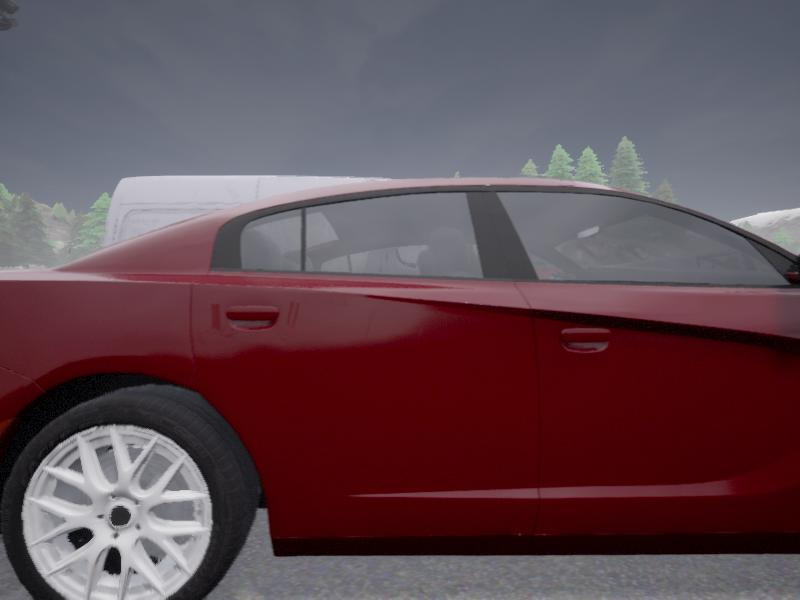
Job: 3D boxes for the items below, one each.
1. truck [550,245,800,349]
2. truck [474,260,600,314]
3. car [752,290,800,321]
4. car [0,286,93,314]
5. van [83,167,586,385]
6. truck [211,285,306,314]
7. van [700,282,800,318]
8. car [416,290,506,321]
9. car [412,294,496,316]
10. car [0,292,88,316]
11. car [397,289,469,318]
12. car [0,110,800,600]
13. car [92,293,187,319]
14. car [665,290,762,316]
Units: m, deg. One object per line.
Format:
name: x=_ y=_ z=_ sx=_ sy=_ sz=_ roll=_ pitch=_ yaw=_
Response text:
truck: x=7.036 y=-0.060 z=9.200 sx=6.274 sy=2.098 sz=2.390 roll=0 pitch=0 yaw=0
truck: x=10.123 y=-0.923 z=30.205 sx=8.468 sy=3.827 sz=2.891 roll=0 pitch=0 yaw=0
car: x=20.112 y=0.246 z=19.701 sx=3.806 sy=1.475 sz=1.970 roll=0 pitch=0 yaw=0
car: x=-26.807 y=-0.020 z=30.188 sx=5.566 sy=2.045 sz=2.150 roll=0 pitch=0 yaw=-1
van: x=-0.774 y=-0.277 z=5.697 sx=5.915 sy=2.561 sz=1.988 roll=0 pitch=0 yaw=0
truck: x=-10.548 y=-0.053 z=30.201 sx=6.274 sy=2.098 sz=2.390 roll=0 pitch=0 yaw=0
van: x=20.310 y=-0.008 z=23.199 sx=4.442 sy=1.987 sz=1.775 roll=0 pitch=0 yaw=0
car: x=2.900 y=0.253 z=19.698 sx=4.193 sy=1.474 sz=1.816 roll=0 pitch=0 yaw=0
car: x=3.491 y=0.294 z=26.702 sx=5.357 sy=1.411 sz=2.033 roll=0 pitch=0 yaw=0
car: x=-24.019 y=0.256 z=26.700 sx=4.892 sy=1.490 sz=1.837 roll=0 pitch=0 yaw=0
car: x=1.832 y=0.188 z=23.203 sx=3.988 sy=1.617 sz=1.851 roll=0 pitch=0 yaw=0
car: x=0.595 y=0.223 z=2.117 sx=5.008 sy=1.535 sz=1.882 roll=0 pitch=0 yaw=-1
car: x=-14.615 y=0.314 z=22.586 sx=4.181 sy=1.385 sz=1.994 roll=0 pitch=0 yaw=7
car: x=20.809 y=0.171 z=26.699 sx=4.856 sy=1.649 sz=2.033 roll=0 pitch=0 yaw=0
